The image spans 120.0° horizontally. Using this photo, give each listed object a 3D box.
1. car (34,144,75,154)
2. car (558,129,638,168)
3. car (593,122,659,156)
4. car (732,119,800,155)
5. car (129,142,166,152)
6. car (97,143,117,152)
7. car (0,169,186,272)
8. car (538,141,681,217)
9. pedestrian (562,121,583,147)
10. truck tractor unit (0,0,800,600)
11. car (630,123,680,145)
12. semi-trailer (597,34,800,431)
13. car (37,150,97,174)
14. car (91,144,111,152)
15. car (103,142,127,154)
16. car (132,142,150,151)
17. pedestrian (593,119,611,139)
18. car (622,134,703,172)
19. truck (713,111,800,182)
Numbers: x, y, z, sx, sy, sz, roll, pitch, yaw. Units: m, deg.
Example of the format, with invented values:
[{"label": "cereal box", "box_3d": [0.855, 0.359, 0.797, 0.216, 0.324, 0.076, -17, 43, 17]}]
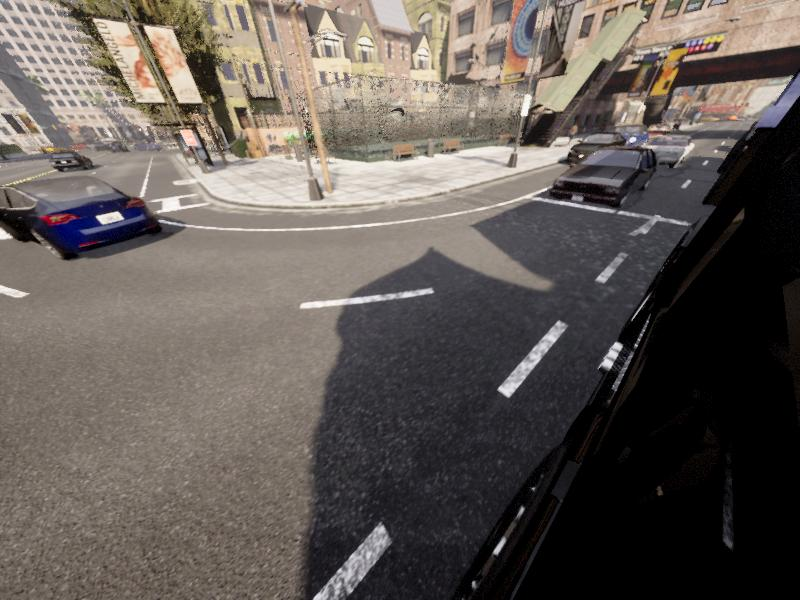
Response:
[{"label": "car", "box_3d": [-82.112, -35.887, 54.975, 5.366, 1.575, 1.801, -10, 38, -10]}, {"label": "car", "box_3d": [12.019, -9.260, 13.991, 5.008, 1.535, 2.097, -28, 44, -30]}, {"label": "car", "box_3d": [16.827, -12.049, 17.220, 4.553, 1.767, 2.185, -28, 44, -30]}, {"label": "car", "box_3d": [24.308, -10.856, 15.315, 5.238, 1.638, 1.930, -28, 44, -30]}, {"label": "car", "box_3d": [-48.783, -29.504, 44.643, 5.357, 1.411, 2.033, 8, 38, 14]}, {"label": "car", "box_3d": [-73.748, -38.564, 58.225, 2.152, 1.651, 5.027, -29, 44, -30]}, {"label": "car", "box_3d": [-8.557, -2.333, 6.004, 4.792, 1.488, 2.163, 14, 40, 21]}, {"label": "car", "box_3d": [7.230, -4.363, 7.862, 5.357, 1.411, 2.033, -28, 44, -30]}, {"label": "pedestrian", "box_3d": [15.306, -14.744, 20.545, 0.751, 1.860, 0.751, -26, 43, -28]}, {"label": "truck tractor unit", "box_3d": [2.645, -0.295, 0.352, 6.516, 4.208, 3.053, -28, 44, -30]}, {"label": "car", "box_3d": [25.075, -16.340, 22.669, 4.892, 1.521, 2.231, -28, 44, -30]}, {"label": "semi-trailer", "box_3d": [8.761, -3.555, 4.174, 14.254, 4.402, 2.717, -27, 43, -29]}, {"label": "car", "box_3d": [-30.524, -12.886, 21.428, 2.033, 1.411, 5.357, -29, 44, -30]}, {"label": "car", "box_3d": [-67.470, -34.383, 52.243, 1.994, 1.385, 4.181, -29, 44, -30]}, {"label": "car", "box_3d": [-55.757, -29.849, 45.318, 2.033, 1.649, 4.856, -29, 44, -30]}, {"label": "car", "box_3d": [-57.454, -34.150, 51.271, 2.163, 1.488, 4.792, -29, 44, -31]}, {"label": "pedestrian", "box_3d": [23.742, -20.079, 27.165, 0.751, 1.860, 0.751, -26, 43, -28]}, {"label": "car", "box_3d": [14.111, -8.003, 12.394, 4.718, 1.301, 1.895, -28, 44, -30]}, {"label": "truck", "box_3d": [16.617, -6.918, 10.133, 6.274, 2.098, 2.390, -28, 44, -30]}]
